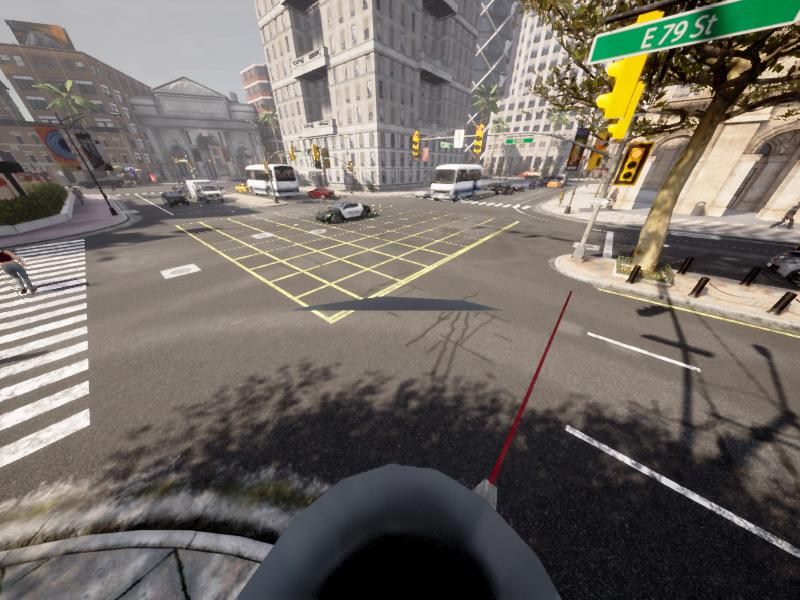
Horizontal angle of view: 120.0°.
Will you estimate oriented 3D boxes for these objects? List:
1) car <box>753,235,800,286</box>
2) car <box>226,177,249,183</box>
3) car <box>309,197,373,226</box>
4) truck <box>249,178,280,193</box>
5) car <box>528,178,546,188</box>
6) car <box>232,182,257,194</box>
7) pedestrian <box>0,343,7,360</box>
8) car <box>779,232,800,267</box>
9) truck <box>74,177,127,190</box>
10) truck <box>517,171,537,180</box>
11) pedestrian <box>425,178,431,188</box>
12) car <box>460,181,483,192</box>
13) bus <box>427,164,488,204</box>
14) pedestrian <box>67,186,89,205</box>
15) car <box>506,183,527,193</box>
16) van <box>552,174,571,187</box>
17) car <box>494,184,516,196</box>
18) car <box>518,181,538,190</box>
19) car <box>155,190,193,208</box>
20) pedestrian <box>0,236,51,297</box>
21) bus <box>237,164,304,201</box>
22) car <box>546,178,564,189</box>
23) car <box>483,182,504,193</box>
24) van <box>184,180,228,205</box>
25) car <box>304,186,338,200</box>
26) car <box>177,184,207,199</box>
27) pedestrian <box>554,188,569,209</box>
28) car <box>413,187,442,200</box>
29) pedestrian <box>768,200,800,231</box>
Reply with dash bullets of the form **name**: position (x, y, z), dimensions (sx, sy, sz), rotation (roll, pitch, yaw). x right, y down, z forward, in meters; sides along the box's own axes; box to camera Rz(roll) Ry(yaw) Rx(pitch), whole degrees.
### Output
- **car**: position (16.907, -1.185, 8.528), dimensions (3.633, 1.501, 1.845), rotation (23, 37, 34)
- **car**: position (-45.759, -33.819, 65.136), dimensions (1.812, 1.442, 4.674), rotation (23, 37, 34)
- **car**: position (-4.808, -7.640, 19.711), dimensions (2.038, 1.542, 4.974), rotation (23, 37, 34)
- **truck**: position (-25.339, -21.541, 43.216), dimensions (6.274, 2.098, 2.390), rotation (23, 37, 34)
- **car**: position (30.644, -26.106, 51.601), dimensions (2.152, 1.651, 5.027), rotation (23, 37, 34)
- **car**: position (-27.676, -20.013, 41.088), dimensions (5.366, 1.575, 1.801), rotation (23, 37, 34)
- **pedestrian**: position (-9.869, 0.945, 5.020), dimensions (0.751, 1.300, 0.751), rotation (-26, 39, -38)
- **car**: position (20.631, -1.829, 9.804), dimensions (4.181, 1.385, 1.994), rotation (23, 37, 34)
- **truck**: position (-62.186, -24.438, 48.229), dimensions (6.274, 2.098, 2.390), rotation (-25, 38, -36)
- **truck**: position (45.859, -45.060, 83.578), dimensions (5.204, 2.467, 2.627), rotation (23, 37, 34)
- **pedestrian**: position (5.809, -24.505, 48.235), dimensions (0.751, 1.860, 0.751), rotation (23, 37, 34)
- **car**: position (13.376, -21.328, 43.280), dimensions (2.242, 1.667, 4.611), rotation (23, 37, 34)
- **bus**: position (8.131, -16.252, 31.909), dimensions (3.944, 4.253, 10.273), rotation (20, 35, 31)
- **pedestrian**: position (-37.521, -12.222, 26.960), dimensions (0.751, 1.860, 0.751), rotation (-25, 38, -36)
- **car**: position (21.378, -20.487, 42.194), dimensions (1.895, 1.301, 4.718), rotation (23, 37, 34)
- **van**: position (37.843, -28.026, 54.010), dimensions (1.988, 2.561, 5.915), rotation (23, 37, 34)
- **car**: position (17.189, -18.077, 37.842), dimensions (1.816, 1.474, 4.193), rotation (23, 37, 34)
- **car**: position (26.001, -23.250, 46.881), dimensions (2.033, 1.411, 5.357), rotation (23, 37, 34)
- **car**: position (-27.136, -12.180, 27.707), dimensions (5.357, 1.411, 2.033), rotation (23, 37, 34)
- **pedestrian**: position (-13.620, -1.161, 8.108), dimensions (0.751, 1.860, 0.751), rotation (26, 39, 37)
- **bus**: position (-19.228, -17.524, 34.109), dimensions (10.273, 4.253, 3.944), rotation (23, 37, 34)
- **car**: position (33.211, -24.960, 49.443), dimensions (2.097, 1.767, 4.553), rotation (23, 37, 34)
- **car**: position (17.309, -20.886, 42.656), dimensions (2.007, 1.525, 4.514), rotation (23, 37, 34)
- **van**: position (-25.231, -14.113, 30.022), dimensions (6.366, 2.431, 2.351), rotation (23, 37, 34)
- **car**: position (-11.321, -15.417, 33.265), dimensions (4.674, 1.442, 1.812), rotation (18, 35, 28)
- **car**: position (-31.092, -16.241, 34.507), dimensions (4.856, 1.649, 2.033), rotation (23, 37, 34)
- **pedestrian**: position (16.948, -10.666, 24.266), dimensions (0.751, 1.860, 0.751), rotation (21, 36, 31)
- **car**: position (4.100, -15.612, 33.750), dimensions (1.895, 1.301, 4.718), rotation (23, 37, 34)
- **pedestrian**: position (26.646, -5.742, 15.738), dimensions (0.751, 1.860, 0.751), rotation (17, 34, 27)
